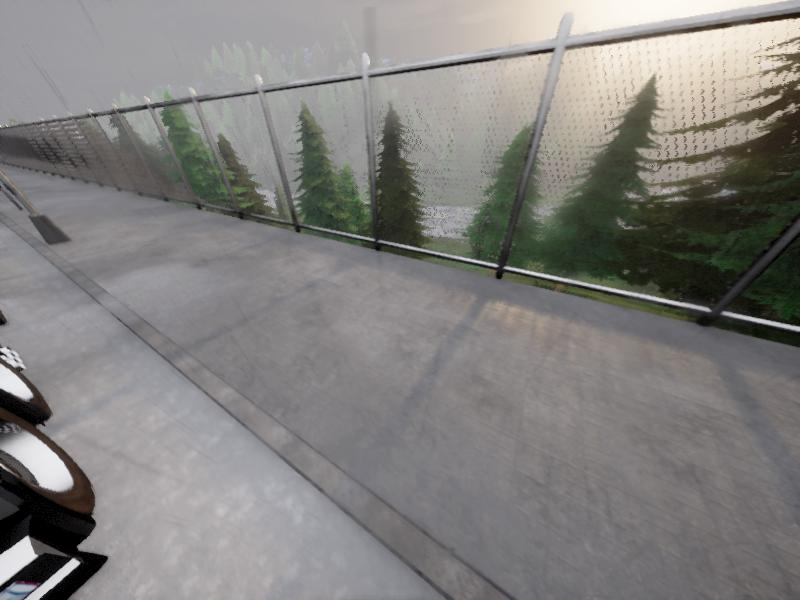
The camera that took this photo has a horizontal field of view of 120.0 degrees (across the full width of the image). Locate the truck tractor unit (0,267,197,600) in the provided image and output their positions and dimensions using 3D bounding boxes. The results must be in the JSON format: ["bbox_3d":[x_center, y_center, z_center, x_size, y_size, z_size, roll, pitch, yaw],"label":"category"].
[{"bbox_3d":[-5.116,-0.294,0.780,6.516,4.208,3.053,18,39,24],"label":"truck tractor unit"}]
